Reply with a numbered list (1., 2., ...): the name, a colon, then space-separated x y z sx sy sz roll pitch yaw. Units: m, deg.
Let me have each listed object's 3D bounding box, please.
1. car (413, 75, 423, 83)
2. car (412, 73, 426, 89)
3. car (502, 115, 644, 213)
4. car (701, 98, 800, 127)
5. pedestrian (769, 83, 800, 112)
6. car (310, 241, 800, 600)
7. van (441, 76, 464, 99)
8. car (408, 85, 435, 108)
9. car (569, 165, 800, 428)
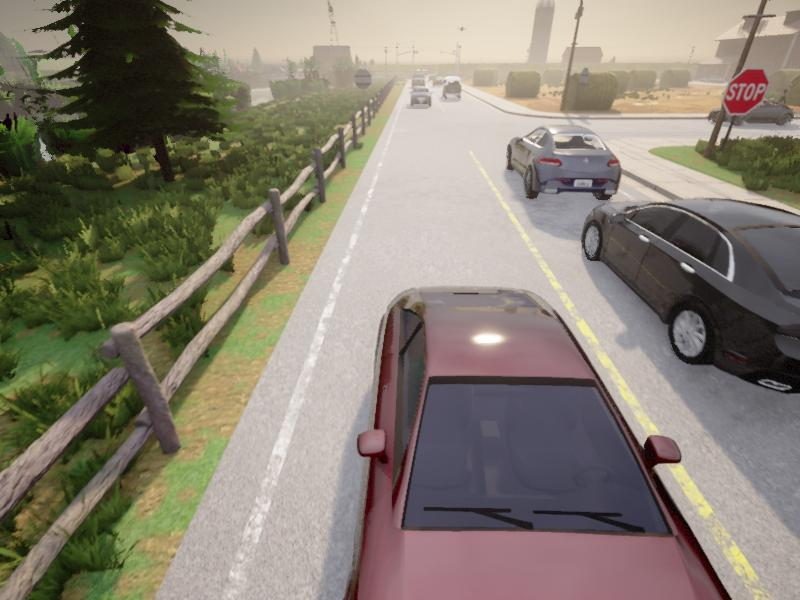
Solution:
1. car: 3.724 -46.343 83.880 1.970 1.475 3.806 1 30 2
2. car: 2.968 -35.063 63.945 2.150 2.045 5.566 1 30 2
3. car: 4.486 -4.123 11.439 2.152 1.651 5.027 2 30 4
4. car: 21.017 -11.232 23.924 4.181 1.385 1.994 -1 30 -1
5. pedestrian: 27.548 -14.514 28.696 0.751 1.860 0.751 -2 30 -3
6. car: 0.708 1.009 2.927 1.994 1.385 4.181 1 30 1
7. van: 5.707 -23.372 43.946 2.069 2.038 4.480 1 30 2
8. car: 1.843 -17.806 34.948 2.128 1.511 4.902 1 30 2
9. car: 4.252 -0.621 5.569 1.837 1.490 4.892 1 29 1
